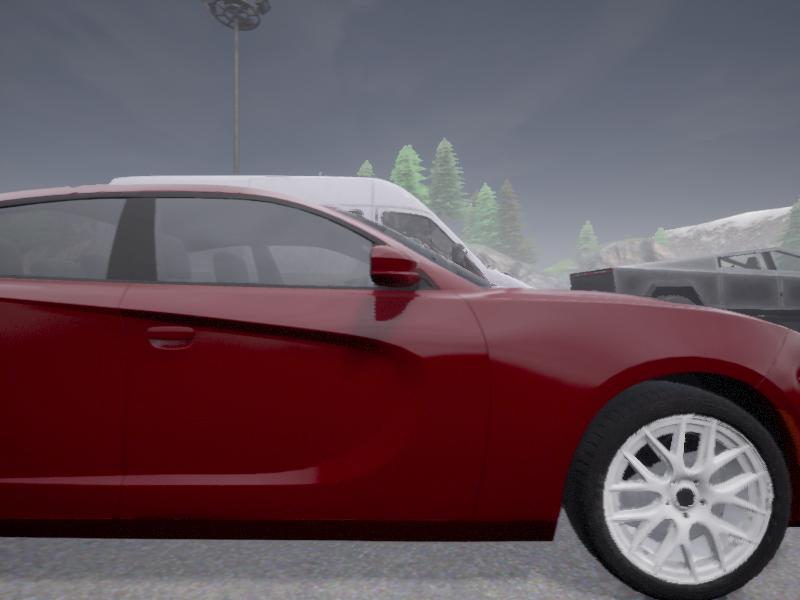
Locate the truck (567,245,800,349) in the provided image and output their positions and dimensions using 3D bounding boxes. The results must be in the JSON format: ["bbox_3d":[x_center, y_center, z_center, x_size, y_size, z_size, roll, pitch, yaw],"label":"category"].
[{"bbox_3d":[7.474,-0.060,9.200,6.274,2.098,2.390,0,0,0],"label":"truck"}]

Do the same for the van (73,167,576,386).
[{"bbox_3d":[-0.885,-0.277,5.698,5.915,2.561,1.988,0,0,0],"label":"van"}]

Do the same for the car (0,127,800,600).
[{"bbox_3d":[-0.693,0.223,2.200,5.008,1.535,1.882,0,0,0],"label":"car"}]

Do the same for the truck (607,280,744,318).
[{"bbox_3d":[15.791,-0.061,23.196,6.274,2.098,2.390,0,0,0],"label":"truck"}]
